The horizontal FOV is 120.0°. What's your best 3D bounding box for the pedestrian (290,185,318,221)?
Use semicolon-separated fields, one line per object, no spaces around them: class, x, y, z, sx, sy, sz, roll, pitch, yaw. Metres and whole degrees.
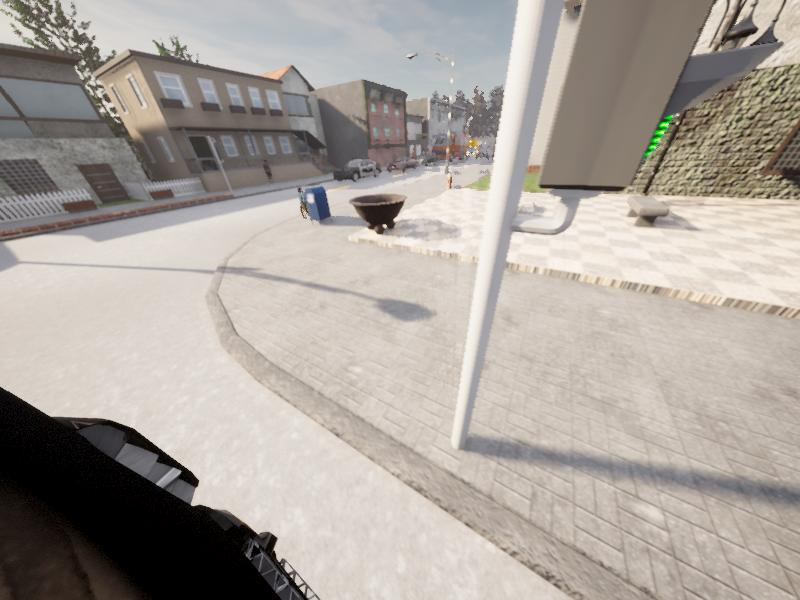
pedestrian;-3.432;-3.479;8.281;0.500;1.100;0.500;23;41;33

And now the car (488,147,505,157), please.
car;18.524;-28.344;44.086;1.994;1.385;4.181;16;38;26

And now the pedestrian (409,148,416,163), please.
pedestrian;1.949;-22.483;35.901;0.751;1.860;0.751;11;36;20

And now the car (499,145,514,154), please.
car;23.707;-33.444;51.352;2.033;1.411;5.357;16;38;26

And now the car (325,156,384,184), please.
car;-3.632;-11.189;19.713;1.930;1.638;5.238;15;38;25

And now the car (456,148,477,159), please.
car;11.996;-26.355;41.512;2.163;1.488;4.792;16;38;26

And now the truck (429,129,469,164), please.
truck;7.538;-23.013;34.696;2.891;3.827;8.468;16;38;26

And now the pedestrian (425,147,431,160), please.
pedestrian;4.818;-25.331;39.973;0.751;1.860;0.751;14;37;24

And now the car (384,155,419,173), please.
car;0.256;-14.803;25.107;1.994;1.385;4.181;16;38;26

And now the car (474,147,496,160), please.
car;13.764;-23.742;37.368;2.038;1.542;4.974;16;38;26

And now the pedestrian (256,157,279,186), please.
pedestrian;-10.378;-10.085;18.163;0.751;1.860;0.751;2;34;8

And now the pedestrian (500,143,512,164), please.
pedestrian;11.871;-16.402;25.896;0.751;1.860;0.751;17;38;27

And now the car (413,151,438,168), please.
car;3.287;-17.841;29.285;1.789;1.549;3.705;16;38;26
